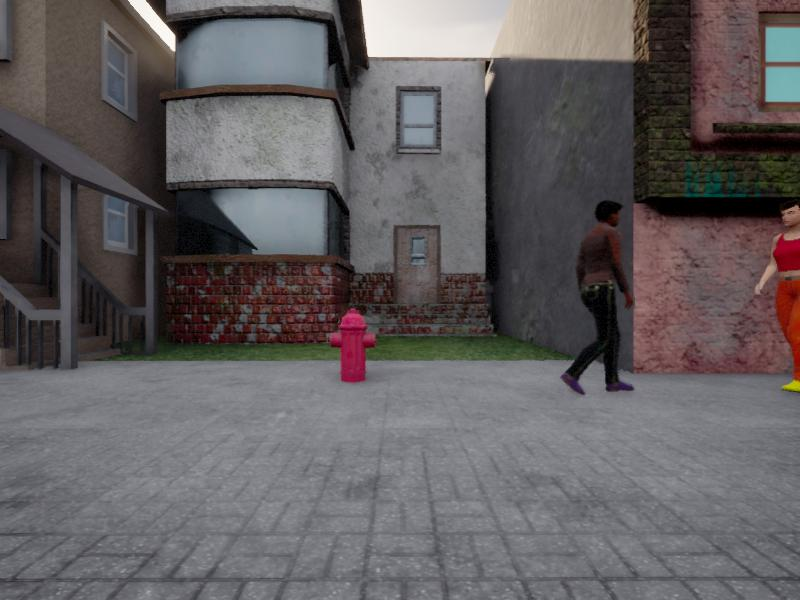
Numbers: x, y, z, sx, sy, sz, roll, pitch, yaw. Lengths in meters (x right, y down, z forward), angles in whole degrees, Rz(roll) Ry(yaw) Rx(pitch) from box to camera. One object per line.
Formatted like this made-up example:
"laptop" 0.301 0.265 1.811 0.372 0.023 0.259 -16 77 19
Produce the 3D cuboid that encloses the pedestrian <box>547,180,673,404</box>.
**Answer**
"pedestrian" 1.906 -0.068 3.730 0.751 1.860 0.751 0 0 -4

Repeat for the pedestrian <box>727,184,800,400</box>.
"pedestrian" 3.803 -0.069 3.812 0.751 1.860 0.751 0 0 -5
